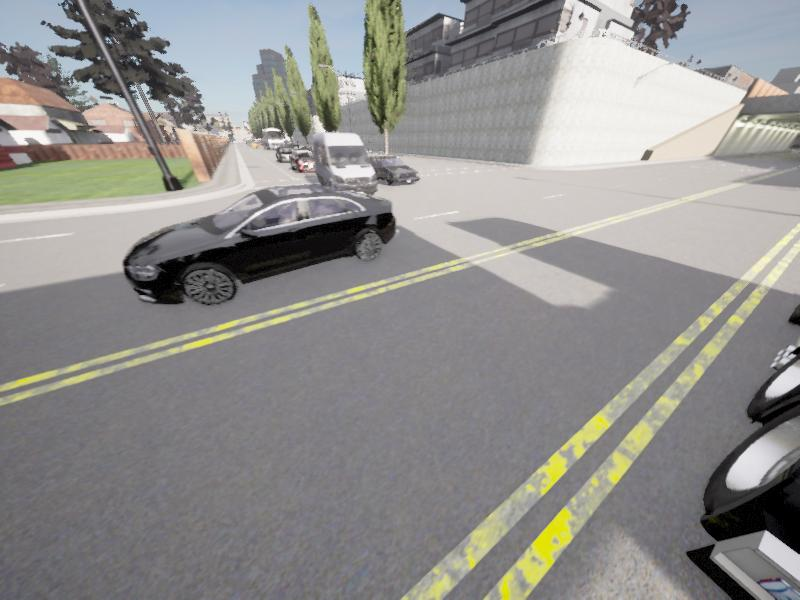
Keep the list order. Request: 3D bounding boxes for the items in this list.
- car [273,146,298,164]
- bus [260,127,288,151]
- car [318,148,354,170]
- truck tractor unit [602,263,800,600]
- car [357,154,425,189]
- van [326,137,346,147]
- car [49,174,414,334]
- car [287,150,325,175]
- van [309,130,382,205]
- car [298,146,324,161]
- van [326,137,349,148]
[{"bbox_3d":[-13.170,-16.702,26.564,1.789,1.549,3.705,-18,39,-25],"label":"car"},{"bbox_3d":[-30.343,-38.605,55.536,3.944,4.253,10.273,-18,39,-25],"label":"bus"},{"bbox_3d":[-6.341,-13.967,22.745,1.837,1.490,4.892,-18,39,-25],"label":"car"},{"bbox_3d":[5.111,-0.299,0.792,6.516,4.208,3.053,-18,39,-24],"label":"truck tractor unit"},{"bbox_3d":[-0.819,-8.526,15.057,2.033,1.411,5.357,-18,39,-24],"label":"car"},{"bbox_3d":[-21.521,-53.055,77.602,5.915,2.561,1.988,-20,40,-23],"label":"van"},{"bbox_3d":[-2.325,-1.442,4.744,4.902,1.511,2.128,-22,41,-29],"label":"car"},{"bbox_3d":[-7.846,-11.489,19.179,1.970,1.475,3.806,-18,39,-25],"label":"car"},{"bbox_3d":[-2.916,-6.814,11.572,1.988,2.561,5.915,-14,37,-20],"label":"van"},{"bbox_3d":[-11.746,-19.240,30.252,2.007,1.525,4.514,-18,39,-25],"label":"car"},{"bbox_3d":[-20.181,-51.098,74.969,6.366,2.431,2.351,-21,40,-23],"label":"van"}]
